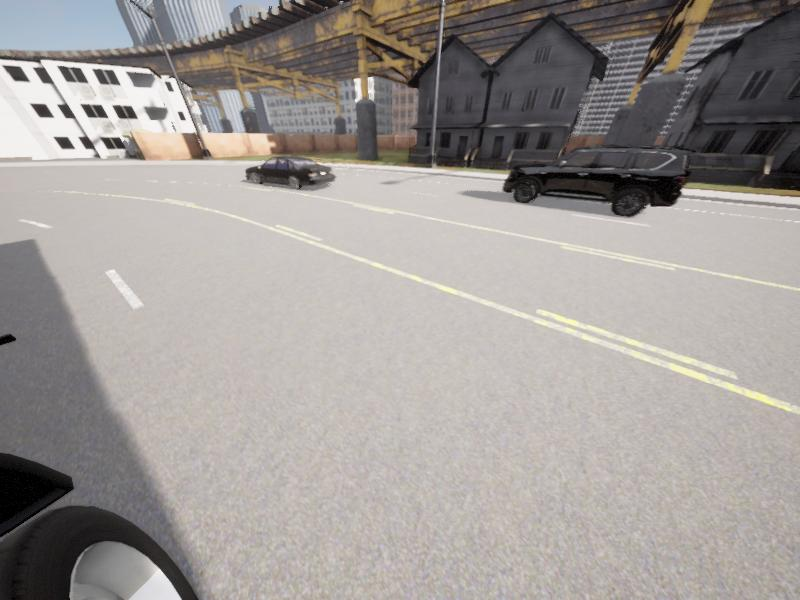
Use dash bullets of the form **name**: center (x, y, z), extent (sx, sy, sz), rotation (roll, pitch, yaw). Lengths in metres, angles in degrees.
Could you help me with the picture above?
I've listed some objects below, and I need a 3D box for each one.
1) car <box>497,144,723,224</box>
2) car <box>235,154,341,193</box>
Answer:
- **car**: center (7.105, -4.711, 8.873), extent (5.566, 2.045, 2.150), rotation (22, 41, 28)
- **car**: center (-6.069, -7.004, 12.585), extent (5.357, 1.411, 2.033), rotation (17, 38, 22)
